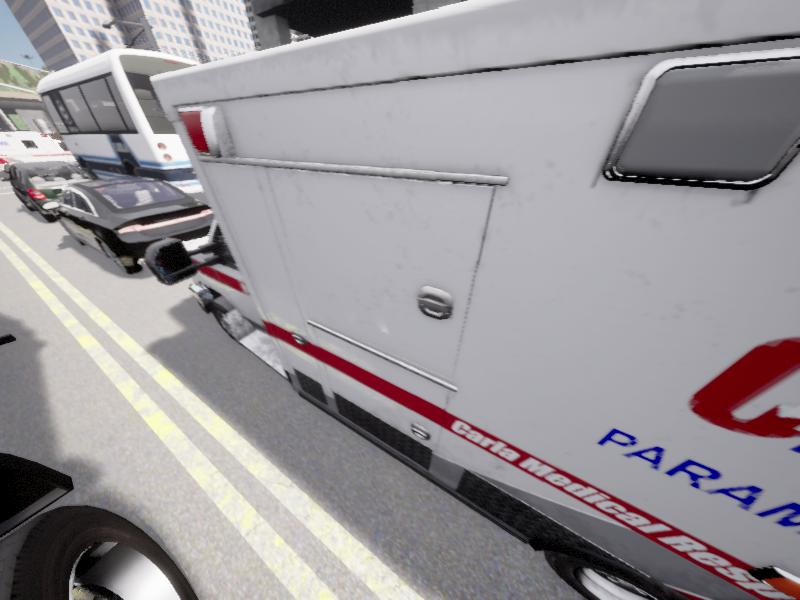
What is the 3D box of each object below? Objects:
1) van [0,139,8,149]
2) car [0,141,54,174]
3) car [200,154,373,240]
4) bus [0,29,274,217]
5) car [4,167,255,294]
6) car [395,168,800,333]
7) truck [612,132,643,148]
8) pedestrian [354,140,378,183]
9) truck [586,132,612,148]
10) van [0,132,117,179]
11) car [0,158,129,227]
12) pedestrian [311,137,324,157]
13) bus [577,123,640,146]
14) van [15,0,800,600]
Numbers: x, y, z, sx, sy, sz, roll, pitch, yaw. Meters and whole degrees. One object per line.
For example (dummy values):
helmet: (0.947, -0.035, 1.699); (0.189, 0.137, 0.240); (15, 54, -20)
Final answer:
van: (-83.700, -31.188, 45.492); (1.988, 2.561, 5.915); (2, 35, 3)
car: (-28.979, -10.211, 16.597); (1.905, 1.878, 3.866); (18, 39, 23)
car: (-3.465, -3.489, 7.309); (4.611, 1.667, 2.242); (18, 39, 24)
bus: (-11.223, -7.026, 10.060); (10.273, 4.253, 3.944); (18, 39, 24)
car: (-6.122, -1.957, 5.313); (4.902, 1.511, 2.128); (18, 40, 24)
car: (2.682, -1.416, 4.470); (5.366, 1.575, 1.801); (18, 40, 24)
truck: (42.340, -29.969, 43.215); (2.615, 2.467, 5.204); (18, 40, 24)
pedestrian: (-1.755, -7.262, 12.111); (0.751, 1.860, 0.751); (19, 40, 24)
truck: (38.603, -31.214, 44.967); (2.615, 2.467, 5.204); (18, 40, 24)
van: (-25.262, -10.138, 16.023); (2.351, 2.431, 6.366); (18, 39, 23)
car: (-11.701, -3.823, 7.903); (3.705, 1.549, 1.789); (18, 40, 24)
pedestrian: (-9.480, -17.629, 26.630); (0.751, 1.860, 0.751); (20, 40, 26)
bus: (50.497, -40.546, 56.708); (10.273, 4.253, 3.944); (18, 40, 24)
van: (0.478, -0.145, 1.972); (6.366, 2.431, 2.351); (18, 40, 24)
